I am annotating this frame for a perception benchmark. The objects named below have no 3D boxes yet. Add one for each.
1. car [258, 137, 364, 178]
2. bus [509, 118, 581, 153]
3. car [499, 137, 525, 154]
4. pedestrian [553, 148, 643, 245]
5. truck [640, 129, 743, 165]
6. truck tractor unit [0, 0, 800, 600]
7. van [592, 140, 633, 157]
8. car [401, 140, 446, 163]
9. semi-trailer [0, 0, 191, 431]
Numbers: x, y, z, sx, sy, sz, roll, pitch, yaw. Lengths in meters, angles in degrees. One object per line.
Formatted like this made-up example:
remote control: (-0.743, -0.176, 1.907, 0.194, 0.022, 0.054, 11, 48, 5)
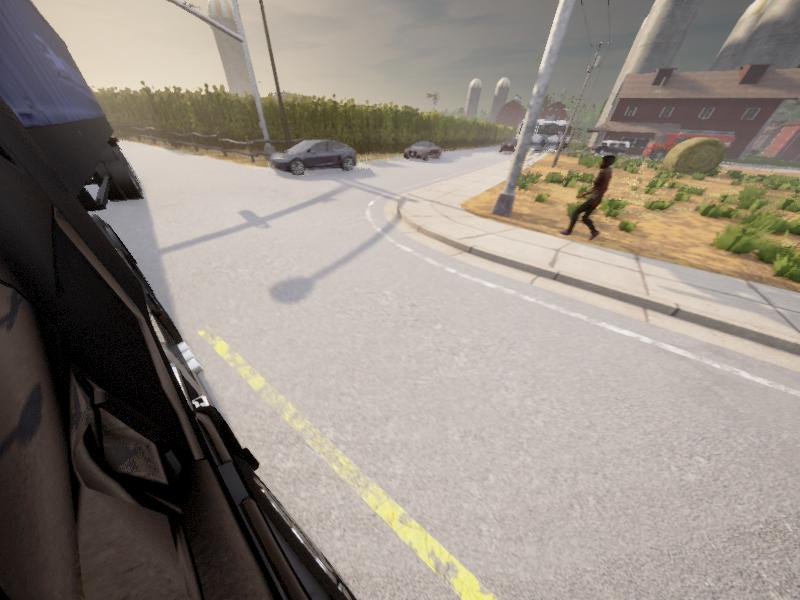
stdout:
car: (-4.586, -7.892, 12.646, 2.163, 1.488, 4.792, 32, 45, 33)
bus: (23.879, -27.088, 38.202, 10.273, 4.253, 3.944, -16, 40, -23)
car: (15.668, -21.621, 32.306, 2.097, 1.767, 4.553, 23, 41, 24)
pedestrian: (4.447, -2.348, 5.311, 0.751, 1.860, 0.751, -29, 47, -35)
truck: (43.001, -23.142, 34.786, 8.468, 3.827, 2.891, 22, 41, 23)
truck tractor unit: (-2.645, -0.295, 0.351, 6.516, 4.208, 3.053, 28, 44, 30)
van: (35.498, -25.448, 38.746, 4.480, 2.038, 2.069, 22, 41, 23)
car: (2.089, -12.991, 20.073, 1.994, 1.385, 4.181, 23, 41, 24)
semi-trailer: (-8.175, -3.944, 4.645, 2.717, 4.402, 14.254, -28, 47, -34)
